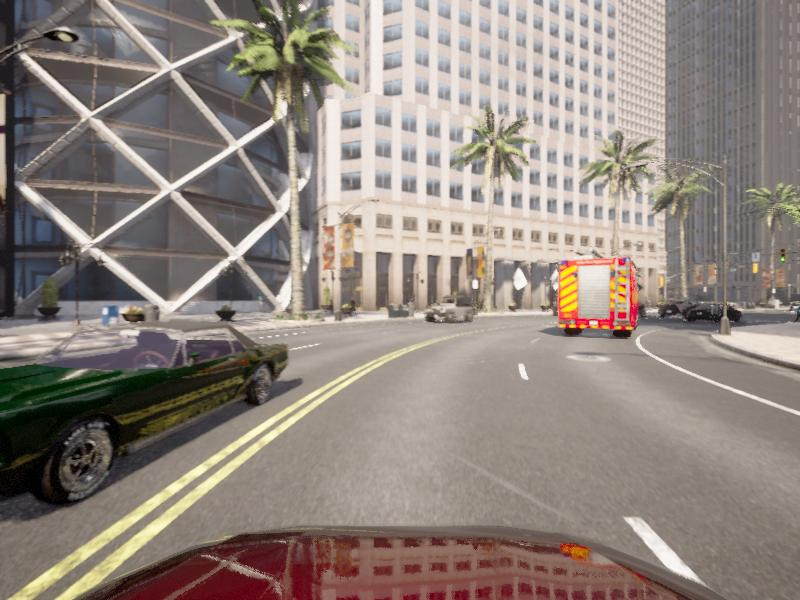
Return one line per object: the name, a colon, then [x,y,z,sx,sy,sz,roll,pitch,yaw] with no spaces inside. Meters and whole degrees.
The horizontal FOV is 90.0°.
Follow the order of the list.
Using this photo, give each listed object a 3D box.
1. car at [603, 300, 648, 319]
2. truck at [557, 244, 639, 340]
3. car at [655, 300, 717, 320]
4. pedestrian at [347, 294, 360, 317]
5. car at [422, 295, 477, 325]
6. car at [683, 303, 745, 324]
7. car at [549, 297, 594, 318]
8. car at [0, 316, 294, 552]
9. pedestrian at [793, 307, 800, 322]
car: [20.084,0.819,35.633,3.705,1.549,1.789,0,0,-27]
truck: [10.318,-0.319,20.297,2.891,3.827,8.468,0,0,32]
car: [24.212,0.791,33.792,5.027,1.651,2.152,0,0,-26]
pedestrian: [-3.801,0.470,32.732,0.751,1.860,0.751,0,0,41]
car: [3.499,0.640,27.673,1.905,1.878,3.866,0,0,42]
car: [22.736,0.919,28.912,4.181,1.385,1.994,0,0,-28]
car: [16.080,0.649,37.430,3.866,1.878,1.905,0,0,-29]
car: [-3.147,0.939,4.809,1.895,1.301,4.718,0,0,8]
pedestrian: [28.670,1.034,28.724,0.500,1.100,0.500,0,0,-21]
